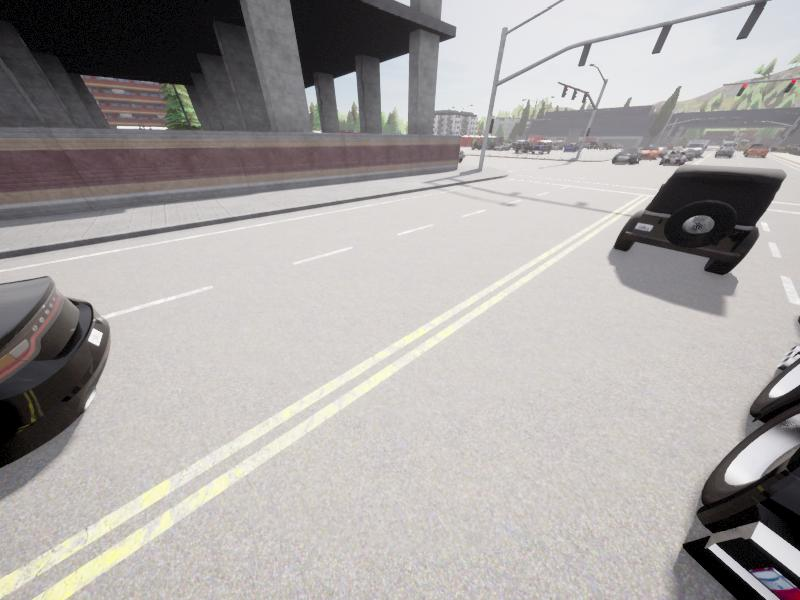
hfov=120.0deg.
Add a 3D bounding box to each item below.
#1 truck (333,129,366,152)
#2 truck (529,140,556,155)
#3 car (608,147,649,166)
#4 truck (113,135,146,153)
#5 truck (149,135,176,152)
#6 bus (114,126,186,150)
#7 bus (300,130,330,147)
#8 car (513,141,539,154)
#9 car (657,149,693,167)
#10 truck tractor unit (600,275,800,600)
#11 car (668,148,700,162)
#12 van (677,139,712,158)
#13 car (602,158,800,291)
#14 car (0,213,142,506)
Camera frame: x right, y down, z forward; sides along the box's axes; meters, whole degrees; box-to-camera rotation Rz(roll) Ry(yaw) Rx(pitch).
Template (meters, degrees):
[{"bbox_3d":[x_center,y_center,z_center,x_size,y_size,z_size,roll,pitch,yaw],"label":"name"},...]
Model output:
[{"bbox_3d":[-11.371,-35.479,51.331,2.891,3.827,8.468,-26,43,-32],"label":"truck"},{"bbox_3d":[25.063,-26.843,40.612,4.478,2.038,2.069,-26,42,-32],"label":"truck"},{"bbox_3d":[26.081,-16.440,26.334,4.856,1.649,2.033,-25,42,-33],"label":"car"},{"bbox_3d":[-47.530,-27.626,40.769,2.615,2.467,5.204,-26,42,-32],"label":"truck"},{"bbox_3d":[-44.232,-29.201,43.056,2.615,2.467,5.204,-26,42,-32],"label":"truck"},{"bbox_3d":[-57.534,-37.593,53.691,10.273,4.253,3.944,-25,42,-32],"label":"bus"},{"bbox_3d":[-26.663,-51.175,73.412,3.944,4.253,10.273,7,35,10],"label":"bus"},{"bbox_3d":[23.147,-28.015,42.442,4.605,1.855,1.932,-26,42,-32],"label":"car"},{"bbox_3d":[30.141,-15.590,25.298,3.806,1.475,1.970,-28,44,-34],"label":"car"},{"bbox_3d":[5.129,-0.283,0.756,6.516,4.208,3.053,-18,39,-23],"label":"truck tractor unit"},{"bbox_3d":[38.643,-19.727,31.406,4.181,1.385,1.994,-25,42,-32],"label":"car"},{"bbox_3d":[48.465,-24.879,37.949,6.366,2.431,2.351,-26,42,-32],"label":"van"},{"bbox_3d":[6.884,-2.072,5.367,3.866,1.878,1.905,-26,42,-32],"label":"car"},{"bbox_3d":[-5.085,1.152,0.862,5.238,1.638,1.930,-26,43,-32],"label":"car"}]
